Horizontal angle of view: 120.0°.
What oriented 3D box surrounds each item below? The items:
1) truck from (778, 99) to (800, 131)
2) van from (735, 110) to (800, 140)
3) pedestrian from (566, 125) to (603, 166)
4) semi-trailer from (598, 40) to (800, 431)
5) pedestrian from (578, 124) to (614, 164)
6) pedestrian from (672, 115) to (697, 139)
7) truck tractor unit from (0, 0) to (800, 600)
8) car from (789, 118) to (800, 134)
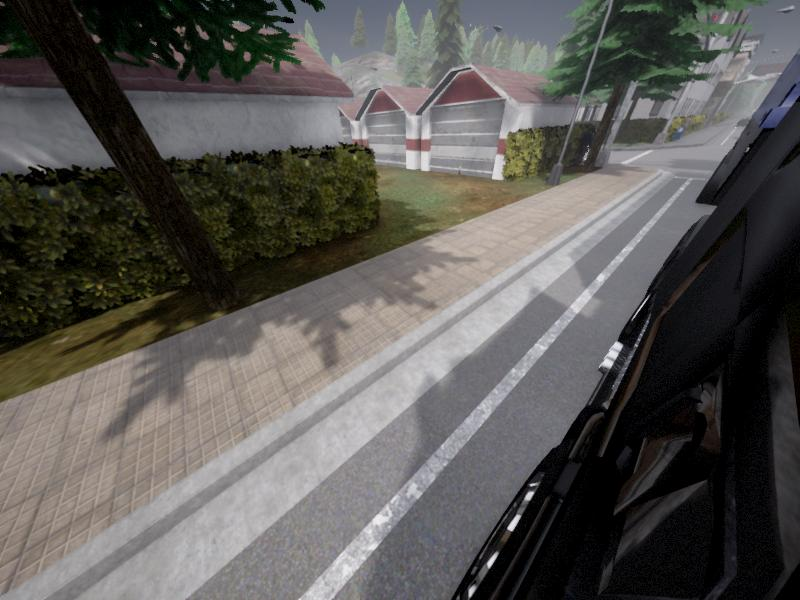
[{"bbox_3d":[50.095,-22.978,27.887,8.468,3.827,2.891,-28,44,-30],"label":"truck"},{"bbox_3d":[33.631,-16.160,21.340,4.480,2.038,2.069,-32,46,-33],"label":"van"},{"bbox_3d":[10.534,-8.859,13.261,0.751,1.860,0.751,-12,38,-13],"label":"pedestrian"},{"bbox_3d":[8.676,-3.627,4.242,14.254,4.402,2.717,-28,44,-30],"label":"semi-trailer"},{"bbox_3d":[11.433,-9.088,13.509,0.751,1.860,0.751,-20,40,-22],"label":"pedestrian"},{"bbox_3d":[27.687,-16.853,22.503,0.751,1.860,0.751,24,44,31],"label":"pedestrian"},{"bbox_3d":[2.645,-0.295,0.352,6.516,4.208,3.053,-28,44,-30],"label":"truck tractor unit"},{"bbox_3d":[43.336,-18.396,24.123,4.974,1.542,2.038,-28,44,-30],"label":"car"}]
